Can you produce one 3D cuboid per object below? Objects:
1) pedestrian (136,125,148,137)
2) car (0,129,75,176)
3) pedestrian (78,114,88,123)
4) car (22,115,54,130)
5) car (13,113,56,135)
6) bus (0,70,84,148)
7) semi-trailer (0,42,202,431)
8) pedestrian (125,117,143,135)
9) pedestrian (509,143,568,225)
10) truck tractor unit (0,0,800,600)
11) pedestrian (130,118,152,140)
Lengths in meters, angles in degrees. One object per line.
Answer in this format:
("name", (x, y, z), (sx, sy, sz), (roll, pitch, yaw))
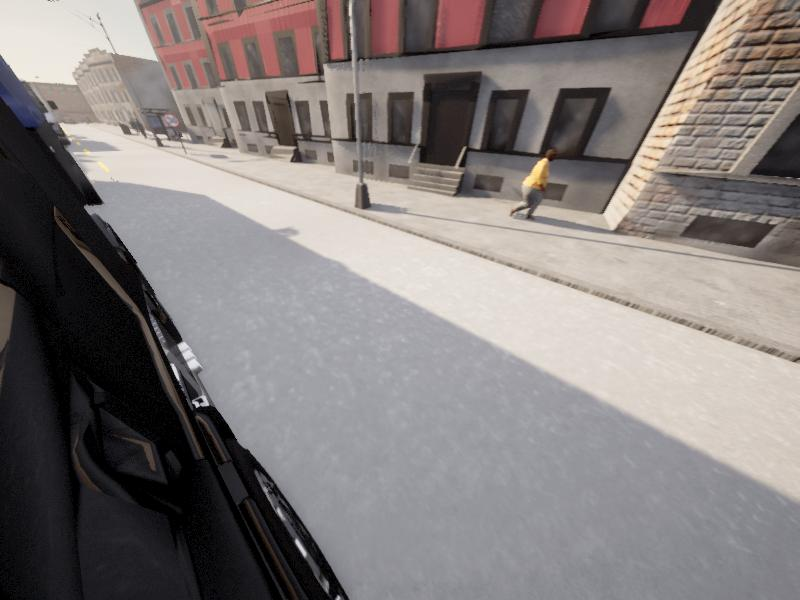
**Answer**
("pedestrian", (-31.803, -20.829, 28.493), (0.500, 1.100, 0.500), (31, 45, 33))
("car", (-17.849, -7.207, 11.056), (5.357, 1.411, 2.033), (28, 44, 30))
("pedestrian", (-84.372, -48.306, 61.472), (0.751, 1.860, 0.751), (-17, 41, -24))
("car", (-53.688, -26.338, 34.301), (5.238, 1.638, 1.930), (28, 43, 30))
("car", (-42.006, -20.239, 26.632), (3.866, 1.878, 1.905), (28, 43, 30))
("bus", (-30.592, -15.241, 18.655), (10.273, 4.253, 3.944), (28, 44, 30))
("semi-trailer", (-8.703, -3.591, 4.237), (14.254, 4.402, 2.717), (28, 44, 30))
("pedestrian", (-35.472, -23.213, 30.827), (0.751, 1.860, 0.751), (31, 45, 33))
("pedestrian", (3.727, -3.156, 6.339), (0.751, 1.860, 0.751), (20, 40, 22))
("truck tractor unit", (-2.645, -0.295, 0.352), (6.516, 4.208, 3.053), (28, 44, 30))
("pedestrian", (-27.718, -18.326, 24.752), (0.751, 1.860, 0.751), (28, 44, 30))
